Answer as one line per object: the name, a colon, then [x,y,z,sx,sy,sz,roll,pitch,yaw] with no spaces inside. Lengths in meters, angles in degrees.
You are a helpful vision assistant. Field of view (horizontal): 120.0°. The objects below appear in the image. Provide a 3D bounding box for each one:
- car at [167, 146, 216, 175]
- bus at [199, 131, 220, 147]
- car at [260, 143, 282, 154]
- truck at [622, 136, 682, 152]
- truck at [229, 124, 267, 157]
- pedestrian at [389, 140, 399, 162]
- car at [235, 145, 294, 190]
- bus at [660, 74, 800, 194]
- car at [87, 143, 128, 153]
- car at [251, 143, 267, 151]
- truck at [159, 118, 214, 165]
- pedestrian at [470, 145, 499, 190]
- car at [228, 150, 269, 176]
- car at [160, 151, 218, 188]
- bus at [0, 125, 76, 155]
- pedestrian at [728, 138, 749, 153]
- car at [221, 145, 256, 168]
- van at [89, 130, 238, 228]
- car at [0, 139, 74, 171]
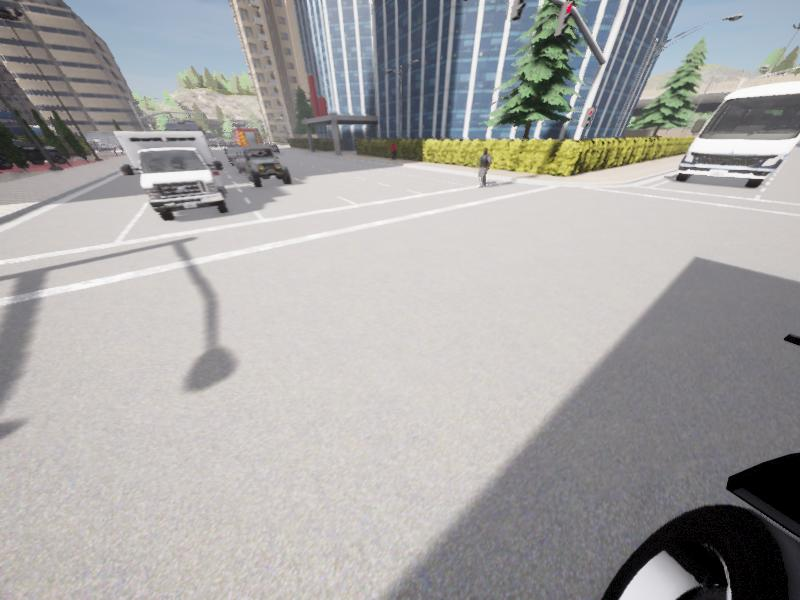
car: [-16.778,-11.410,18.767,2.242,1.667,4.611,-22,41,-28]
bus: [-65.739,-55.587,79.536,3.944,4.253,10.273,-22,41,-28]
car: [-22.483,-26.401,40.190,2.128,1.511,4.902,-23,41,-28]
truck: [42.834,-26.735,39.469,2.390,2.098,6.274,-22,41,-28]
truck: [-23.895,-25.001,36.213,2.891,3.827,8.468,-23,41,-28]
pedestrian: [-0.622,-15.302,23.664,0.751,1.860,0.751,-20,40,-25]
car: [-7.915,-7.822,13.416,1.905,1.878,3.866,-23,41,-28]
bus: [20.383,-9.306,13.215,10.273,4.253,3.944,-22,41,-28]
car: [-59.092,-30.822,46.808,4.792,1.488,2.163,-22,41,-28]
car: [-29.672,-32.147,48.517,1.994,1.385,4.181,-23,41,-28]
truck: [-24.039,-18.250,26.656,2.891,3.827,8.468,-21,40,-26]
pedestrian: [4.227,-6.638,11.612,0.751,1.860,0.751,-27,43,-32]
car: [-12.118,-11.020,18.434,1.994,1.385,4.181,-21,40,-27]
car: [-12.964,-8.275,14.407,1.882,1.535,5.008,-22,41,-28]
bus: [-67.800,-28.510,41.211,10.273,4.253,3.944,-22,41,-28]
pedestrian: [49.541,-22.626,33.813,0.751,1.860,0.751,-13,37,-17]
car: [-16.176,-14.393,23.013,1.930,1.638,5.238,-23,41,-28]
van: [-8.548,-5.075,9.064,2.351,2.431,6.366,-23,41,-28]
car: [-34.597,-13.017,20.589,2.390,2.098,6.274,-3,35,-4]
